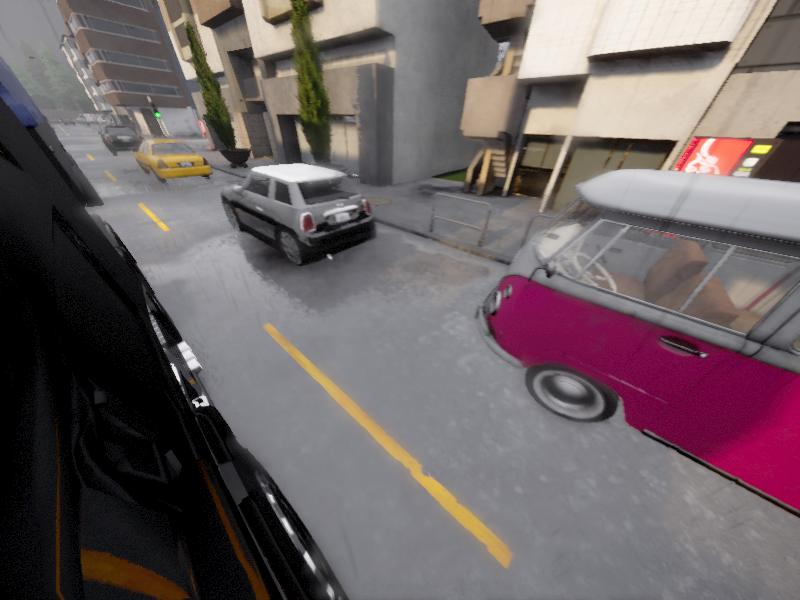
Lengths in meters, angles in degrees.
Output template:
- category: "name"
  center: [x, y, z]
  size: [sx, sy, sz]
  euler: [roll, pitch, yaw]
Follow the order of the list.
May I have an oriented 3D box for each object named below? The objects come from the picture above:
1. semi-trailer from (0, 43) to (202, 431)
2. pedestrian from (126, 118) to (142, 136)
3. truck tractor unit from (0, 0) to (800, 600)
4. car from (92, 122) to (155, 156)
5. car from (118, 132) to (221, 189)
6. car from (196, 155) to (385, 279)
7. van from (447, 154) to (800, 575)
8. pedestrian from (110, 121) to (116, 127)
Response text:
- category: "semi-trailer"
  center: [-8.715, -3.569, 4.247]
  size: [14.254, 4.402, 2.717]
  euler: [28, 44, 30]
- category: "pedestrian"
  center: [-36.039, -23.438, 31.317]
  size: [0.751, 1.860, 0.751]
  euler: [-26, 45, -33]
- category: "truck tractor unit"
  center: [-2.645, -0.295, 0.351]
  size: [6.516, 4.208, 3.053]
  euler: [28, 44, 30]
- category: "car"
  center: [-20.128, -11.743, 16.787]
  size: [4.553, 1.767, 2.097]
  euler: [30, 45, 32]
- category: "car"
  center: [-10.368, -6.395, 10.331]
  size: [5.366, 1.575, 1.801]
  euler: [28, 44, 30]
- category: "car"
  center: [-2.409, -2.159, 5.167]
  size: [3.806, 1.475, 1.970]
  euler: [28, 44, 30]
- category: "van"
  center: [2.865, 0.410, 1.582]
  size: [4.442, 1.987, 1.775]
  euler: [28, 44, 30]
- category: "pedestrian"
  center: [-64.950, -39.742, 52.255]
  size: [0.500, 1.100, 0.500]
  euler: [31, 45, 33]
